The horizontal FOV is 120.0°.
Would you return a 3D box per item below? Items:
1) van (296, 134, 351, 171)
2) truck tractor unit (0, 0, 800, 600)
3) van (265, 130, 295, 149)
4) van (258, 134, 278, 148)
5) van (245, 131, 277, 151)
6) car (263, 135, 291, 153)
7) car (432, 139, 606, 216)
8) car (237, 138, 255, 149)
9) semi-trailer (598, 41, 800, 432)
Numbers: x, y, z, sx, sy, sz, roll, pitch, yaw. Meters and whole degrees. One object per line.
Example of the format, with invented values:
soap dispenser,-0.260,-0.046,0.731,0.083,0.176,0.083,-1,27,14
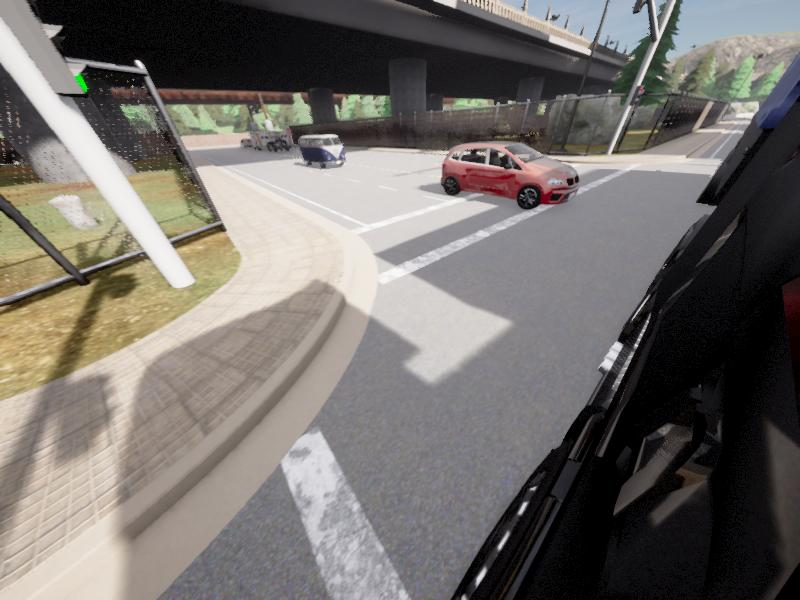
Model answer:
van,-5.693,-10.960,17.020,1.775,1.987,4.442,-28,44,-30
truck tractor unit,2.645,-0.295,0.351,6.516,4.208,3.053,-28,44,-30
van,-21.197,-28.174,40.605,2.351,2.431,6.366,-28,44,-30
van,-25.854,-31.162,45.263,1.775,1.987,4.442,-28,44,-30
van,-22.848,-26.035,37.872,2.351,2.431,6.366,-28,44,-30
car,-17.555,-22.229,32.907,1.932,1.855,4.605,-28,44,-30
car,3.631,-4.511,8.056,2.242,1.667,4.611,-29,44,-30
car,-30.135,-30.667,45.210,1.851,1.617,3.988,-28,44,-30
semi-trailer,8.687,-3.628,4.217,14.254,4.402,2.717,-28,44,-30
